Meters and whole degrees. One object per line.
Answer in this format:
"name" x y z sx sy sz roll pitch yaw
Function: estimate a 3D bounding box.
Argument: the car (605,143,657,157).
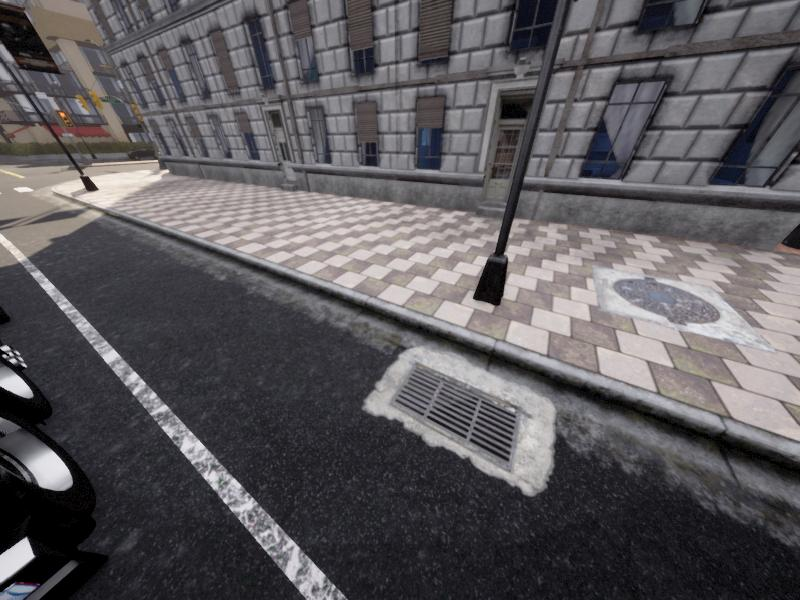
"car" 35.324 -23.075 35.478 5.366 1.575 1.801 29 44 35

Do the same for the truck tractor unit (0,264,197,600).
"truck tractor unit" -5.112 -0.300 0.779 6.516 4.208 3.053 18 39 24

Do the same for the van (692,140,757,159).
"van" 43.416 -20.346 31.139 4.442 1.987 1.775 25 43 33

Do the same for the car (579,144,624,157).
"car" 30.493 -22.733 35.085 4.902 1.511 2.128 23 41 30
